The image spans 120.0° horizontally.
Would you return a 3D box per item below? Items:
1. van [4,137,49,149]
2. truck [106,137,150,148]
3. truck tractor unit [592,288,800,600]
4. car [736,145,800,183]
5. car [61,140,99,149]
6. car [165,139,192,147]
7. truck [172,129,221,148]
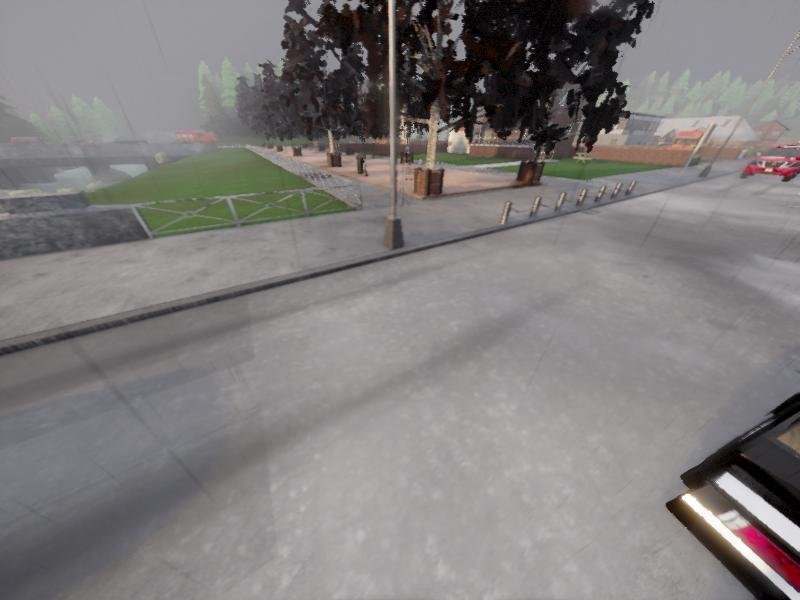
[{"bbox_3d":[-79.888,-33.679,49.522,4.442,1.987,1.775,-19,39,-25],"label":"van"},{"bbox_3d":[-66.136,-38.453,56.404,6.274,2.098,2.390,-19,39,-25],"label":"truck"},{"bbox_3d":[5.245,-0.137,0.556,6.516,4.208,3.053,-12,37,-17],"label":"truck tractor unit"},{"bbox_3d":[27.415,-9.910,16.684,5.566,2.045,2.150,-19,39,-26],"label":"car"},{"bbox_3d":[-73.264,-35.737,53.006,4.514,1.525,2.007,-19,39,-25],"label":"car"},{"bbox_3d":[-57.898,-41.192,60.613,4.605,1.855,1.932,-19,39,-25],"label":"car"},{"bbox_3d":[-51.780,-41.407,59.282,8.468,3.827,2.891,-19,39,-25],"label":"truck"}]
